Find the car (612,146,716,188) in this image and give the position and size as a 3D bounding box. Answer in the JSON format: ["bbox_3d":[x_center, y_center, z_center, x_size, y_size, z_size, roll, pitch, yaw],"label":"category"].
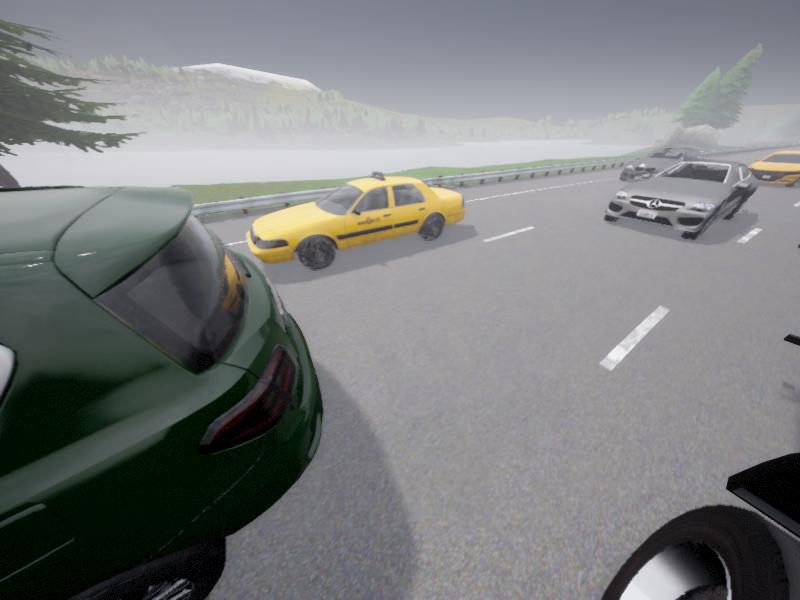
[{"bbox_3d":[15.057,-7.728,13.224,4.611,1.667,2.242,-18,39,-23],"label":"car"}]

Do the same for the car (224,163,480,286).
[{"bbox_3d":[-0.751,-2.187,5.601,5.366,1.575,1.801,-21,40,-26],"label":"car"}]

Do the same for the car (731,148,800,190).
[{"bbox_3d":[21.090,-7.319,12.722,5.008,1.535,1.882,-19,39,-23],"label":"car"}]

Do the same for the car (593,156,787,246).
[{"bbox_3d":[8.760,-3.278,7.040,5.027,1.651,2.152,-19,39,-24],"label":"car"}]

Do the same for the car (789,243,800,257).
[{"bbox_3d":[11.286,-1.864,4.886,4.553,1.767,2.097,-18,39,-24],"label":"car"}]

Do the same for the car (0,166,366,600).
[{"bbox_3d":[-3.168,1.042,0.669,5.566,2.045,2.150,-22,41,-28],"label":"car"}]
